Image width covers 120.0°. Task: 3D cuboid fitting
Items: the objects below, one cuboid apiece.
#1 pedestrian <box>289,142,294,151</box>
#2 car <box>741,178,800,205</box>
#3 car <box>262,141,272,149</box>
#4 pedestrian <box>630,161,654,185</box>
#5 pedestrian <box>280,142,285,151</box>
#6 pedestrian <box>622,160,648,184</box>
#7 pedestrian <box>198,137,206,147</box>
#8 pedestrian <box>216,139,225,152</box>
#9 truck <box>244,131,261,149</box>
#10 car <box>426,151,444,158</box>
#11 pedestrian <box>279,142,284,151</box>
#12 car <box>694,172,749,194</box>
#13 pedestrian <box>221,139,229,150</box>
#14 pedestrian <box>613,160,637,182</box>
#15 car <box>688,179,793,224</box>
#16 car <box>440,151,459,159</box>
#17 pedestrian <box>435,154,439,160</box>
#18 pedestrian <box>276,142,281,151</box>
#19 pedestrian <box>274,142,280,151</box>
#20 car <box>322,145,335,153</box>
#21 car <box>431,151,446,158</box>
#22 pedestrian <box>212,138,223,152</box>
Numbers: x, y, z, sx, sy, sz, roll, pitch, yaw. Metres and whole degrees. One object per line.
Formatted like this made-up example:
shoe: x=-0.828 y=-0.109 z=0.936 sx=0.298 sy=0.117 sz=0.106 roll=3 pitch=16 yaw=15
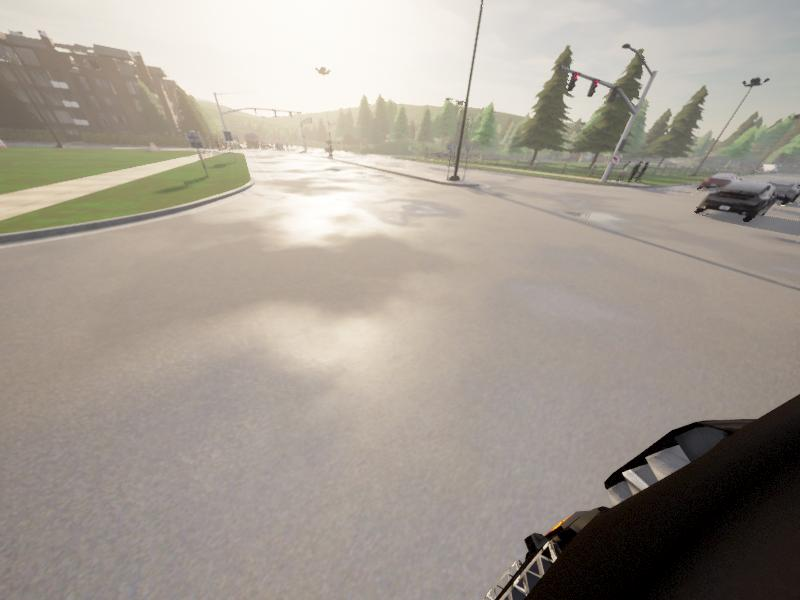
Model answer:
pedestrian: x=-29.041 y=-41.023 z=61.818 sx=0.751 sy=1.860 sz=0.751 roll=-17 pitch=38 yaw=-27
car: x=27.457 y=-7.963 z=16.815 sx=4.181 sy=1.385 sz=1.994 roll=-16 pitch=38 yaw=-26
car: x=-39.338 y=-45.809 z=68.276 sx=1.905 sy=1.878 sz=3.866 roll=-16 pitch=38 yaw=-26
pedestrian: x=22.647 y=-11.894 z=21.606 sx=0.751 sy=1.860 sz=0.751 roll=-24 pitch=42 yaw=-35
pedestrian: x=-30.704 y=-40.210 z=60.465 sx=0.751 sy=1.860 sz=0.751 roll=-21 pitch=40 yaw=-31
pedestrian: x=22.373 y=-12.187 z=22.025 sx=0.751 sy=1.860 sz=0.751 roll=4 pitch=34 yaw=2
pedestrian: x=-45.276 y=-36.082 z=52.858 sx=0.751 sy=1.860 sz=0.751 roll=-18 pitch=39 yaw=-29
pedestrian: x=-33.129 y=-28.566 z=42.740 sx=0.751 sy=1.860 sz=0.751 roll=-17 pitch=39 yaw=-27
truck: x=-42.490 y=-45.918 z=66.432 sx=2.891 sy=3.827 sz=8.468 roll=-16 pitch=38 yaw=-26
car: x=10.562 y=-44.478 z=70.562 sx=5.027 sy=1.651 sz=2.152 roll=-16 pitch=38 yaw=-26
pedestrian: x=-31.522 y=-40.841 z=61.353 sx=0.751 sy=1.860 sz=0.751 roll=-19 pitch=39 yaw=-29
car: x=29.583 y=-10.841 z=21.244 sx=4.674 sy=1.442 sz=1.812 roll=-16 pitch=38 yaw=-26
pedestrian: x=-38.792 y=-34.514 z=51.267 sx=0.751 sy=1.860 sz=0.751 roll=-14 pitch=37 yaw=-24
pedestrian: x=22.005 y=-12.607 z=22.630 sx=0.751 sy=1.860 sz=0.751 roll=-10 pitch=36 yaw=-18
car: x=16.865 y=-4.997 z=11.423 sx=4.892 sy=1.490 sz=1.837 roll=-16 pitch=38 yaw=-26
car: x=14.037 y=-41.123 z=65.495 sx=4.856 sy=1.649 sz=2.033 roll=-16 pitch=38 yaw=-26
pedestrian: x=7.547 y=-29.257 z=47.297 sx=0.500 sy=1.100 sz=0.500 roll=-13 pitch=37 yaw=-23
pedestrian: x=-31.845 y=-40.197 z=60.359 sx=0.751 sy=1.860 sz=0.751 roll=-16 pitch=38 yaw=-26
pedestrian: x=-31.775 y=-39.740 z=59.676 sx=0.751 sy=1.860 sz=0.751 roll=-21 pitch=40 yaw=-32
car: x=-20.662 y=-43.790 z=66.868 sx=1.930 sy=1.638 sz=5.238 roll=-16 pitch=38 yaw=-26
car: x=11.194 y=-42.505 z=67.466 sx=3.988 sy=1.617 sz=1.851 roll=-16 pitch=38 yaw=-26
pedestrian: x=-31.038 y=-26.373 z=39.319 sx=0.751 sy=1.860 sz=0.751 roll=-9 pitch=35 yaw=-17
